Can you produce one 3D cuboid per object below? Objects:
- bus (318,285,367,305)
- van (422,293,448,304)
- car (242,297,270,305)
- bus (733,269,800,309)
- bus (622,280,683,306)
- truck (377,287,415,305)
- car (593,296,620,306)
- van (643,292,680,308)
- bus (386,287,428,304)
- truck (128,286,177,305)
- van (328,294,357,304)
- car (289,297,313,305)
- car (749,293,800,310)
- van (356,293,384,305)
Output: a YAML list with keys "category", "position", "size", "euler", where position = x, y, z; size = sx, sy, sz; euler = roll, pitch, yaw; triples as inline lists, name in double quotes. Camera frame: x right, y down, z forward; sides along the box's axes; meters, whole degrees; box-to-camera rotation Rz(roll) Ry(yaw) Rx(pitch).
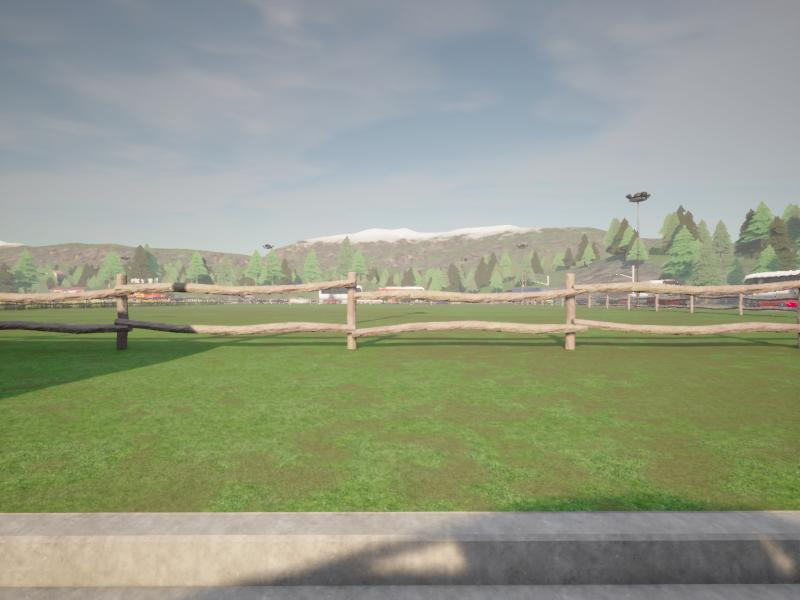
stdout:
- category: "bus"
  position: [-12.581, -1.134, 88.525]
  size: [10.273, 4.253, 3.944]
  euler: [0, 0, -1]
- category: "van"
  position: [8.074, -0.278, 92.113]
  size: [5.915, 2.561, 1.988]
  euler: [0, 0, 0]
- category: "car"
  position: [-30.523, 0.171, 84.722]
  size: [5.238, 1.638, 1.930]
  euler: [0, 0, -1]
- category: "bus"
  position: [43.712, -1.135, 45.060]
  size: [3.944, 4.253, 10.273]
  euler: [0, 0, 0]
- category: "bus"
  position: [43.695, -1.135, 69.833]
  size: [3.944, 4.253, 10.273]
  euler: [0, 0, -1]
- category: "truck"
  position: [-0.890, -0.921, 88.518]
  size: [8.468, 3.827, 2.891]
  euler: [0, 0, -1]
- category: "car"
  position: [36.789, 0.155, 71.408]
  size: [2.242, 1.667, 4.611]
  euler: [0, 0, -1]
- category: "van"
  position: [33.339, -0.002, 51.181]
  size: [1.775, 1.987, 4.442]
  euler: [0, 0, 0]
- category: "bus"
  position: [1.668, -1.134, 99.170]
  size: [10.273, 4.253, 3.944]
  euler: [0, 0, -1]
- category: "truck"
  position: [-52.222, -0.925, 84.496]
  size: [8.468, 3.827, 2.891]
  euler: [0, 0, -1]
- category: "van"
  position: [-13.197, -0.222, 91.895]
  size: [6.366, 2.431, 2.351]
  euler: [0, 0, -1]
- category: "car"
  position: [-20.958, 0.156, 84.818]
  size: [4.611, 1.667, 2.242]
  euler: [0, 0, -1]
- category: "car"
  position: [40.326, 0.158, 42.596]
  size: [2.242, 1.667, 4.611]
  euler: [0, 0, 0]
- category: "van"
  position: [-6.367, -0.277, 84.962]
  size: [5.915, 2.561, 1.988]
  euler: [0, 0, -1]
